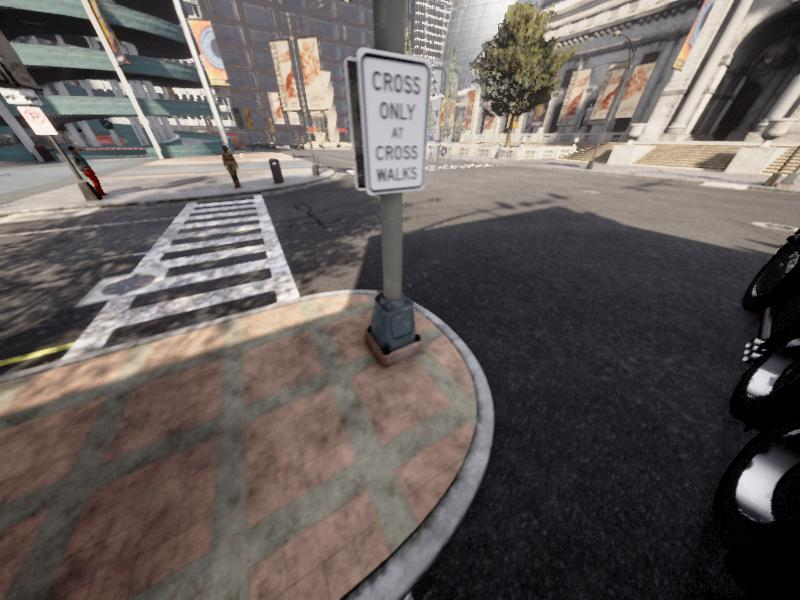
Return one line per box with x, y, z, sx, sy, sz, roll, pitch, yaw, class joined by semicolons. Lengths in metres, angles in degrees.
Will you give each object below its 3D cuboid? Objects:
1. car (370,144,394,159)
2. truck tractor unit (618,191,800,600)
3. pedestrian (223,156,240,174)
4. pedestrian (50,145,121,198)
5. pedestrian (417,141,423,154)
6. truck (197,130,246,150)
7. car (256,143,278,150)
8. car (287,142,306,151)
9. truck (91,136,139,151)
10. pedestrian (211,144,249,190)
-2.670;-21.566;33.526;1.851;1.617;3.988;-18;39;-24;car
4.980;-0.414;0.945;6.516;4.208;3.053;-23;41;-30;truck tractor unit
-11.913;-9.563;16.356;0.500;1.100;0.500;-8;36;-11;pedestrian
-12.979;-5.358;9.647;0.751;1.860;0.751;-11;36;-16;pedestrian
3.607;-27.240;41.192;0.751;1.860;0.751;-15;38;-21;pedestrian
-43.803;-39.448;56.916;8.468;3.827;2.891;0;35;-1;truck
-32.487;-37.550;56.419;4.181;1.385;1.994;8;36;11;car
-23.829;-35.392;53.252;3.705;1.549;1.789;19;39;24;car
-59.268;-32.681;48.267;5.204;2.467;2.627;-16;38;-22;truck
-8.243;-6.466;11.275;0.751;1.860;0.751;-9;36;-13;pedestrian
